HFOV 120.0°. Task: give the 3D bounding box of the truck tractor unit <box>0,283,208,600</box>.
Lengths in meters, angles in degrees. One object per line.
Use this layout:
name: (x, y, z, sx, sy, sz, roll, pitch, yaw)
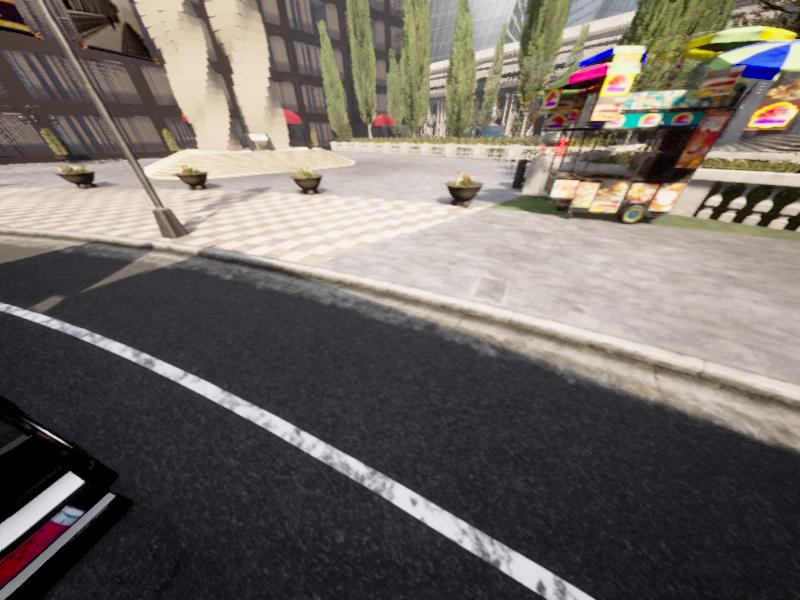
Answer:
truck tractor unit: (-5.259, -0.116, 0.518, 6.516, 4.208, 3.053, 12, 37, 16)
